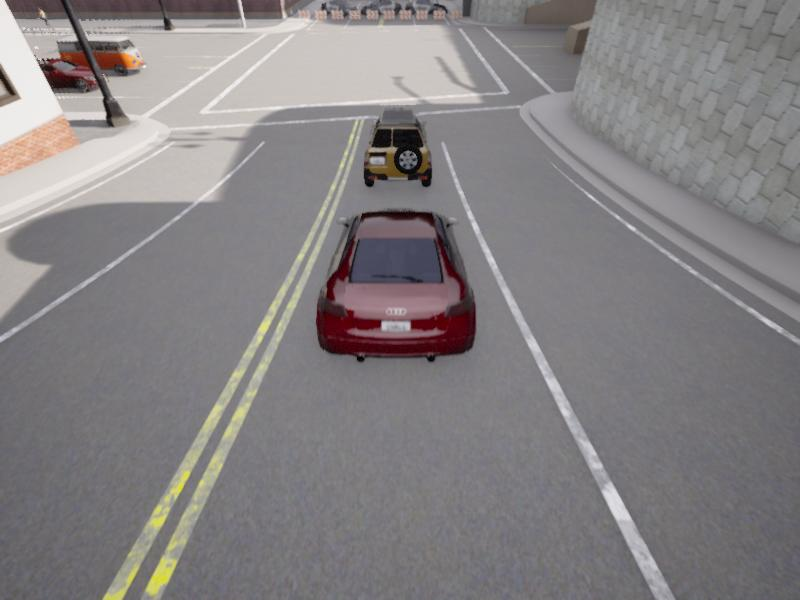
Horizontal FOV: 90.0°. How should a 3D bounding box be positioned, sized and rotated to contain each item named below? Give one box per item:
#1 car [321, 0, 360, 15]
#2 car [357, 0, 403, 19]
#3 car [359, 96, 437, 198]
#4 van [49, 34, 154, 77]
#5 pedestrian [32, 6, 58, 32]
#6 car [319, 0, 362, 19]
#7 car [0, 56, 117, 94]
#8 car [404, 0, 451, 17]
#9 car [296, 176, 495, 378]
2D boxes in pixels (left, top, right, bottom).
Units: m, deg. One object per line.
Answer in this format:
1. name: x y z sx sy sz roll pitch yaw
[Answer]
1. car: -6.865 -33.578 45.669 4.536 1.218 1.853 32 51 31
2. car: -2.220 -33.429 45.744 4.974 1.542 2.038 -26 48 -26
3. car: -0.060 -4.858 12.255 1.932 1.855 4.605 0 35 0
4. van: -18.109 -14.976 24.517 4.442 1.987 1.775 0 41 0
5. pedestrian: -31.945 -25.289 36.013 0.751 1.860 0.751 0 41 0
6. car: -6.828 -33.437 45.747 4.974 1.542 2.038 32 51 31
7. car: -18.706 -12.386 21.993 4.674 1.442 1.812 -1 41 -1
8. car: 3.150 -33.935 46.324 4.974 1.542 2.038 20 45 21
9. car: -0.037 -0.725 6.168 1.994 1.385 4.181 0 30 0
